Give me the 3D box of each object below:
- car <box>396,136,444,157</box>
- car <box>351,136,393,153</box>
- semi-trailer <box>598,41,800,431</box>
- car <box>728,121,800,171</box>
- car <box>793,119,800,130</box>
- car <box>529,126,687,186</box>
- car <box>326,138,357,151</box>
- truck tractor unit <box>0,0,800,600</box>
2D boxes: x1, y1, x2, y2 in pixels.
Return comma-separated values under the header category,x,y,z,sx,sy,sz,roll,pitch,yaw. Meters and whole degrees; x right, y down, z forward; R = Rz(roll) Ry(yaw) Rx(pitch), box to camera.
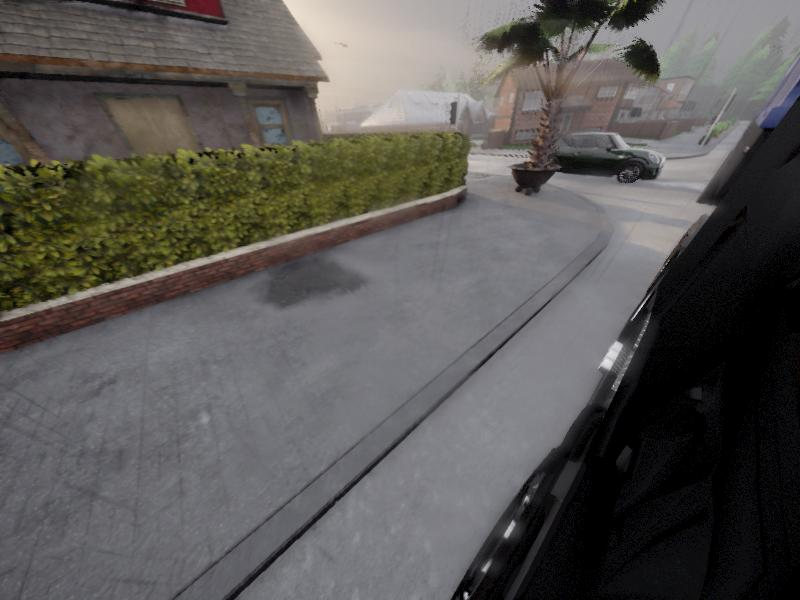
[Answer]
category,x,y,z,sx,sy,sz,roll,pitch,yaw
car,1.790,-14.328,21.489,1.994,1.385,4.181,-30,45,-32
car,-3.267,-17.837,26.464,2.033,1.411,5.357,-28,44,-30
semi-trailer,8.693,-3.612,4.229,14.254,4.402,2.717,-28,44,-30
car,18.393,-7.667,11.332,5.238,1.638,1.930,-28,44,-30
car,52.257,-22.626,29.211,5.008,1.535,1.882,-28,44,-30
car,8.674,-6.392,10.120,4.553,1.767,2.097,29,47,35
car,-7.894,-20.808,30.800,1.895,1.301,4.718,-27,43,-29
truck tractor unit,2.645,-0.295,0.351,6.516,4.208,3.053,-28,44,-30
